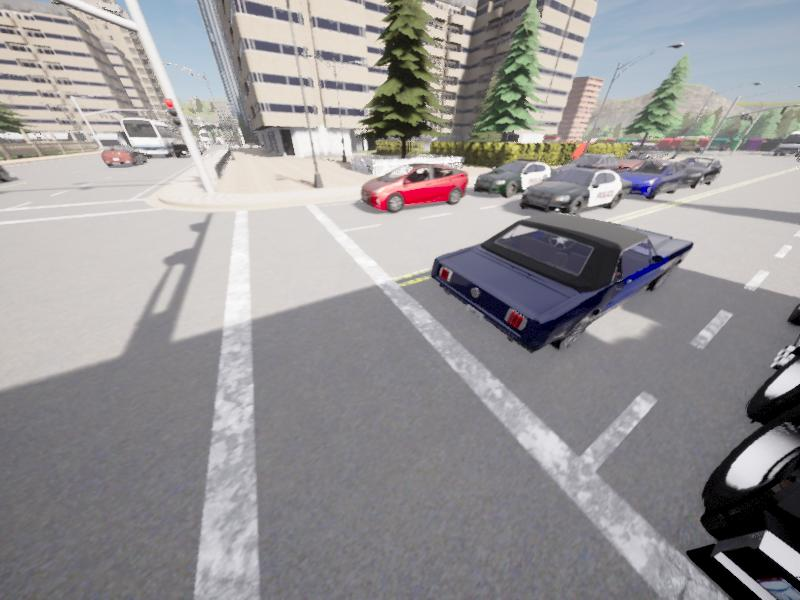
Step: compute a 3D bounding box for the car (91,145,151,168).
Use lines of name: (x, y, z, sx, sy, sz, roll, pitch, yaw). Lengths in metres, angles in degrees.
car: (-27.081, -14.182, 22.711, 2.152, 1.651, 5.027, -18, 39, -24)

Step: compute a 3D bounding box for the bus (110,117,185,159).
bus: (-34.695, -22.710, 32.597, 3.944, 4.253, 10.273, -18, 39, -24)

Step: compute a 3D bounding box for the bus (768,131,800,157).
bus: (82.438, -32.222, 47.675, 10.273, 4.253, 3.944, -17, 38, -24)

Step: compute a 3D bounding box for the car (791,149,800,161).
car: (60.925, -21.027, 33.596, 1.930, 1.638, 5.238, 19, 39, 24)

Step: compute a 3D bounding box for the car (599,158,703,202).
car: (12.981, -6.337, 11.971, 4.514, 1.525, 2.007, -18, 39, -24)

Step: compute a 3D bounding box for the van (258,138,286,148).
van: (-36.551, -44.972, 66.130, 6.366, 2.431, 2.351, -18, 39, -24)

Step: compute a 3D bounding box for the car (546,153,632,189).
car: (12.131, -8.408, 14.855, 4.856, 1.649, 2.033, -18, 39, -24)

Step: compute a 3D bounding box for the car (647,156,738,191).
car: (18.498, -8.117, 14.613, 4.902, 1.511, 2.128, -18, 39, -24)

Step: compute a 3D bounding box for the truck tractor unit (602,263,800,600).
truck tractor unit: (5.115, -0.292, 0.792, 6.516, 4.208, 3.053, -18, 39, -24)

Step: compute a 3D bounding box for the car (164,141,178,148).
car: (-66.307, -45.198, 66.985, 1.801, 1.575, 5.366, -18, 39, -24)

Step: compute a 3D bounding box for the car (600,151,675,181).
car: (18.222, -10.399, 17.756, 4.611, 1.667, 2.242, -18, 39, -25)

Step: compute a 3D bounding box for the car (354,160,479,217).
car: (0.673, -4.701, 9.468, 4.514, 1.525, 2.007, -17, 38, -23)

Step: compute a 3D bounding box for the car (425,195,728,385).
car: (2.952, -0.693, 3.925, 4.718, 1.301, 1.895, -18, 39, -24)

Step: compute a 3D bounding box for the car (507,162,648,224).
car: (6.932, -4.382, 9.080, 4.974, 1.542, 2.038, -18, 39, -24)

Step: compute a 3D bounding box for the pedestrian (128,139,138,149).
pedestrian: (-63.222, -36.979, 54.768, 0.751, 1.860, 0.751, -19, 39, -25)

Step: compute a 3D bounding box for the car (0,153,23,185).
car: (-23.851, -6.895, 12.409, 1.812, 1.442, 4.674, -18, 39, -24)

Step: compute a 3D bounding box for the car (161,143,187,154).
car: (-39.714, -26.711, 40.702, 2.128, 1.511, 4.902, -18, 39, -24)

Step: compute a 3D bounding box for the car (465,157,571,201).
car: (6.105, -6.419, 12.003, 4.974, 1.542, 2.038, -18, 39, -24)

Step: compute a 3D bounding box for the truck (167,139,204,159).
truck: (-30.549, -21.748, 33.147, 2.390, 2.098, 6.274, -17, 38, -24)
